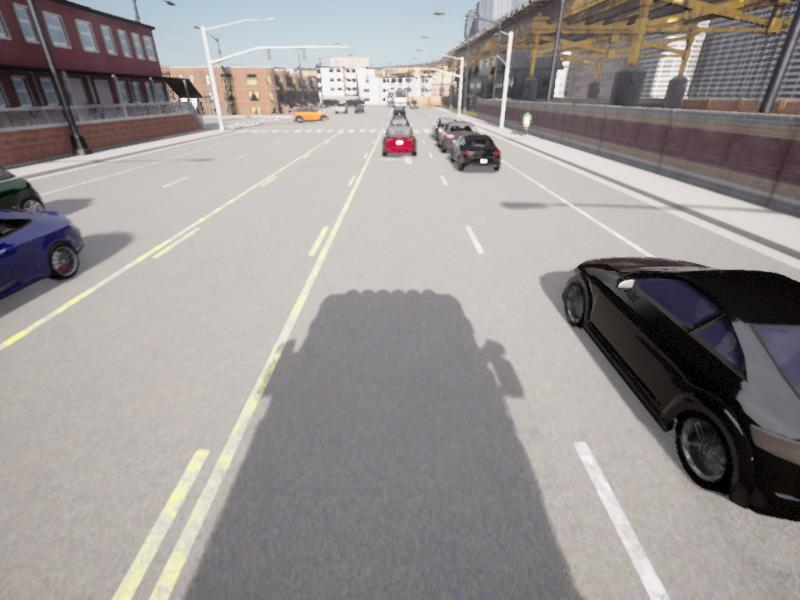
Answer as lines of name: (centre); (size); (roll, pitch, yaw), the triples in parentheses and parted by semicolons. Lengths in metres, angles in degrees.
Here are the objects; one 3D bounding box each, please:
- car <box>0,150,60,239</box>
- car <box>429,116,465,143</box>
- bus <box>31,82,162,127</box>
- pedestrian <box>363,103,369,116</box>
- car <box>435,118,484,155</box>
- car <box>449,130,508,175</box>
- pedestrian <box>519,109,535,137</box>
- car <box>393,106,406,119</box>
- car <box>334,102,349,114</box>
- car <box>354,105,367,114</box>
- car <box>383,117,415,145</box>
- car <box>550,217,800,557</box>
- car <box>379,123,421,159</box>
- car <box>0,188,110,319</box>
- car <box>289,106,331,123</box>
car: (-10.510, -2.045, 8.702); (2.097, 1.767, 4.553); (0, 27, 0)
car: (3.461, -12.999, 30.299); (2.128, 1.511, 4.902); (0, 27, 0)
bus: (-32.855, -21.434, 43.888); (10.273, 4.253, 3.944); (0, 27, 0)
pedestrian: (-5.403, -30.433, 63.874); (0.751, 1.860, 0.751); (-2, 27, -3)
car: (3.471, -9.968, 24.217); (2.242, 1.667, 4.611); (0, 27, 0)
car: (3.476, -6.970, 18.626); (1.812, 1.442, 4.674); (0, 27, 0)
pedestrian: (9.592, -13.437, 30.358); (0.751, 1.860, 0.751); (0, 27, 0)
car: (-0.079, -27.726, 58.985); (1.882, 1.535, 5.008); (0, 27, 0)
car: (-10.598, -34.791, 72.425); (1.932, 1.855, 4.605); (0, 27, 0)
car: (-7.096, -34.492, 72.359); (1.994, 1.385, 4.181); (0, 27, 0)
car: (-0.038, -12.413, 29.172); (2.128, 1.511, 4.902); (0, 27, 0)
car: (3.496, 0.324, 4.493); (1.994, 1.385, 4.181); (0, 27, 0)
car: (-0.029, -9.267, 23.076); (2.163, 1.488, 4.792); (0, 27, 0)
car: (-6.996, -0.459, 5.980); (1.812, 1.442, 4.674); (0, 27, 0)
car: (-11.061, -22.906, 49.357); (4.553, 1.767, 2.097); (-11, 29, -20)
